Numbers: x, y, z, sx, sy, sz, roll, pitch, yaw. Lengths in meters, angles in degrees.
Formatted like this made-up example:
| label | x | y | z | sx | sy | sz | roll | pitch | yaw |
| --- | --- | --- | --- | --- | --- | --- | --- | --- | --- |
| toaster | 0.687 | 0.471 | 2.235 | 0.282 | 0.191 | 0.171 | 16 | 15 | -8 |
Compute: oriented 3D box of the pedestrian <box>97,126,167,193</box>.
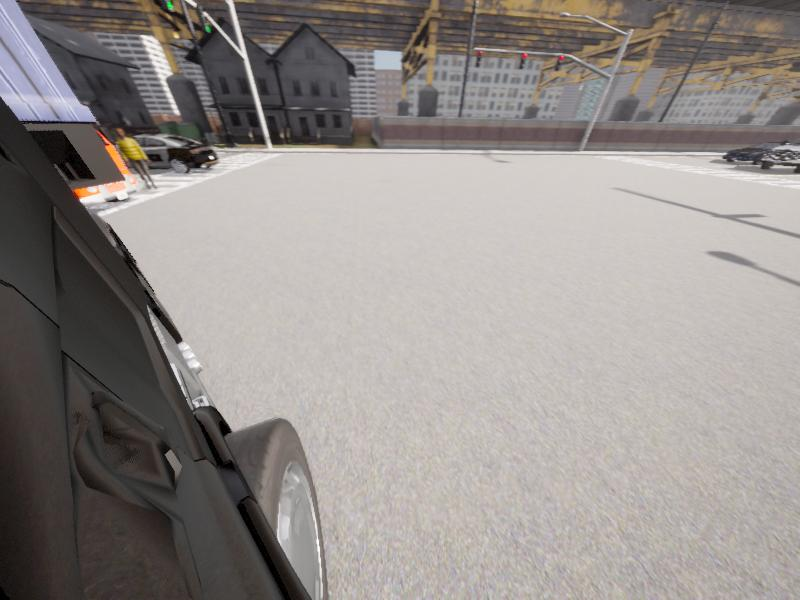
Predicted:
| label | x | y | z | sx | sy | sz | roll | pitch | yaw |
| --- | --- | --- | --- | --- | --- | --- | --- | --- | --- |
| pedestrian | -9.061 | -4.796 | 7.926 | 0.751 | 1.860 | 0.751 | -24 | 44 | -29 |

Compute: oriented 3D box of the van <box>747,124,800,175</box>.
| label | x | y | z | sx | sy | sz | roll | pitch | yaw |
| --- | --- | --- | --- | --- | --- | --- | --- | --- | --- |
| van | 27.232 | -9.485 | 14.557 | 6.366 | 2.431 | 2.351 | -3 | 38 | -5 |

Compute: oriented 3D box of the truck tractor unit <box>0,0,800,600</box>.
| label | x | y | z | sx | sy | sz | roll | pitch | yaw |
| --- | --- | --- | --- | --- | --- | --- | --- | --- | --- |
| truck tractor unit | -2.645 | -0.295 | 0.351 | 6.516 | 4.208 | 3.053 | 28 | 43 | 30 |

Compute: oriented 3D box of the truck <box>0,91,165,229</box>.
| label | x | y | z | sx | sy | sz | roll | pitch | yaw |
| --- | --- | --- | --- | --- | --- | --- | --- | --- | --- |
| truck | -10.249 | -3.414 | 5.647 | 5.204 | 2.467 | 2.627 | -3 | 38 | -5 |

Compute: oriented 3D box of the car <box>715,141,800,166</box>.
| label | x | y | z | sx | sy | sz | roll | pitch | yaw |
| --- | --- | --- | --- | --- | --- | --- | --- | --- | --- |
| car | 28.364 | -11.276 | 17.760 | 5.357 | 1.411 | 2.033 | -3 | 38 | -5 |

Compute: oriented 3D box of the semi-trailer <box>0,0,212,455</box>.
| label | x | y | z | sx | sy | sz | roll | pitch | yaw |
| --- | --- | --- | --- | --- | --- | --- | --- | --- | --- |
| semi-trailer | -10.102 | -1.569 | 1.635 | 14.254 | 4.402 | 2.717 | 4 | 37 | 4 |

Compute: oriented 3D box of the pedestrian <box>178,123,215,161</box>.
| label | x | y | z | sx | sy | sz | roll | pitch | yaw |
| --- | --- | --- | --- | --- | --- | --- | --- | --- | --- |
| pedestrian | -12.475 | -9.741 | 14.256 | 0.751 | 1.860 | 0.751 | 6 | 38 | 7 |

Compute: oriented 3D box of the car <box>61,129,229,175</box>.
| label | x | y | z | sx | sy | sz | roll | pitch | yaw |
| --- | --- | --- | --- | --- | --- | --- | --- | --- | --- |
| car | -11.718 | -7.086 | 11.048 | 5.238 | 1.638 | 1.930 | 0 | 37 | -1 |

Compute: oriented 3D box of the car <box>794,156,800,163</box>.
| label | x | y | z | sx | sy | sz | roll | pitch | yaw |
| --- | --- | --- | --- | --- | --- | --- | --- | --- | --- |
| car | 35.887 | -11.638 | 18.431 | 5.357 | 1.411 | 2.033 | -3 | 38 | -5 |
